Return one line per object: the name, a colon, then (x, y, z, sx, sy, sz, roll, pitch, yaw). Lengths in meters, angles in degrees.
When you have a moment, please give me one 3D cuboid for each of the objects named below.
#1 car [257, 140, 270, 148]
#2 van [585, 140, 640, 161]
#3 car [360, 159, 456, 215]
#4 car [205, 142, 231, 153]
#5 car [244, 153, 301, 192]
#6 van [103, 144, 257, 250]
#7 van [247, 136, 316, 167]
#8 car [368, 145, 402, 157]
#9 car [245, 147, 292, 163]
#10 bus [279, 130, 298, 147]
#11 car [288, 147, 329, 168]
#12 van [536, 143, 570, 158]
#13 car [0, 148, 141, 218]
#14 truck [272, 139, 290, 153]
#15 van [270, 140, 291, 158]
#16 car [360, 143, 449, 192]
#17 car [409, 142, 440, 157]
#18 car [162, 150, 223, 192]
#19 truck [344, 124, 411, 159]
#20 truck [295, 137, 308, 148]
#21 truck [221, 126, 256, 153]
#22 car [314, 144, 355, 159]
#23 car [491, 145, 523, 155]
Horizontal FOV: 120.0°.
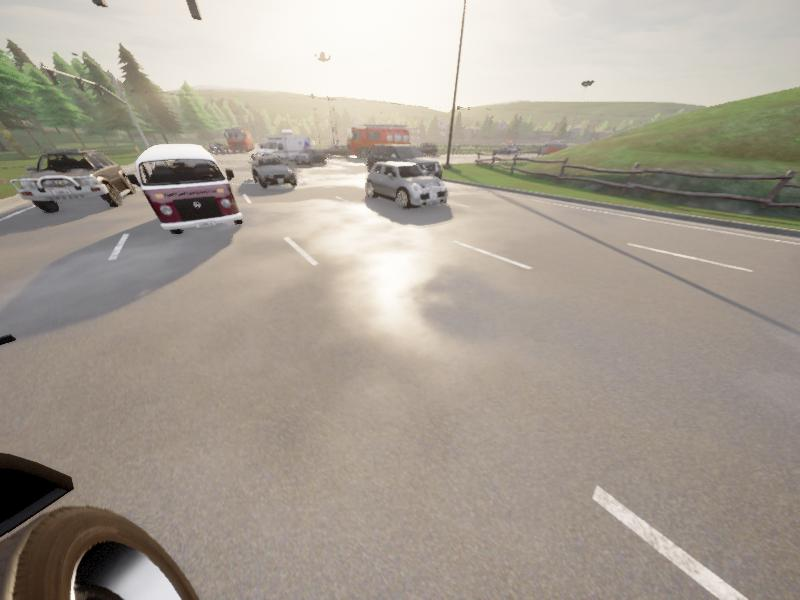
car: (-39.714, -45.526, 67.389, 2.152, 1.651, 5.027, -11, 36, -16)
van: (31.099, -21.993, 33.854, 6.366, 2.431, 2.351, -11, 36, -16)
car: (0.164, -4.952, 9.794, 1.970, 1.475, 3.806, -22, 41, -29)
car: (-32.772, -27.631, 41.786, 2.152, 1.651, 5.027, -11, 36, -16)
car: (-7.330, -7.375, 13.173, 1.816, 1.474, 4.193, -21, 40, -28)
van: (-6.296, -3.466, 7.067, 2.069, 2.038, 4.480, -22, 42, -29)
van: (-12.101, -15.818, 24.399, 2.351, 2.431, 6.366, 12, 36, 16)
car: (-2.326, -23.542, 36.451, 4.792, 1.488, 2.163, -11, 37, -17)
car: (-15.010, -16.735, 26.603, 1.994, 1.385, 4.181, 14, 37, 19)
bus: (-34.157, -49.893, 71.435, 3.944, 4.253, 10.273, -11, 36, -16)
car: (-8.883, -14.106, 22.770, 1.845, 1.501, 3.633, 8, 35, 11)
van: (25.338, -24.930, 38.378, 4.442, 1.987, 1.775, -11, 36, -16)
car: (-12.562, -4.849, 9.124, 1.932, 1.855, 4.605, -21, 40, -28)
truck: (-23.280, -30.399, 45.473, 2.390, 2.098, 6.274, -11, 36, -16)
van: (-17.154, -21.606, 32.980, 2.069, 2.038, 4.480, -14, 38, -20)
car: (0.032, -8.226, 13.997, 2.150, 2.045, 5.566, -24, 42, -30)
car: (3.997, -24.977, 38.237, 4.605, 1.855, 1.932, -13, 37, -15)
car: (-11.870, -7.702, 13.527, 1.882, 1.535, 5.008, -20, 41, -27)
truck: (-3.026, -22.162, 32.409, 8.468, 3.827, 2.891, -13, 37, -18)
truck: (-27.245, -43.473, 63.867, 2.627, 2.467, 5.204, -11, 36, -16)
truck: (-30.165, -30.308, 43.738, 2.891, 3.827, 8.468, -11, 36, -16)
car: (-9.304, -21.479, 33.272, 5.027, 1.651, 2.152, -22, 41, -29)
car: (19.848, -27.913, 42.989, 4.974, 1.542, 2.038, -11, 36, -16)
